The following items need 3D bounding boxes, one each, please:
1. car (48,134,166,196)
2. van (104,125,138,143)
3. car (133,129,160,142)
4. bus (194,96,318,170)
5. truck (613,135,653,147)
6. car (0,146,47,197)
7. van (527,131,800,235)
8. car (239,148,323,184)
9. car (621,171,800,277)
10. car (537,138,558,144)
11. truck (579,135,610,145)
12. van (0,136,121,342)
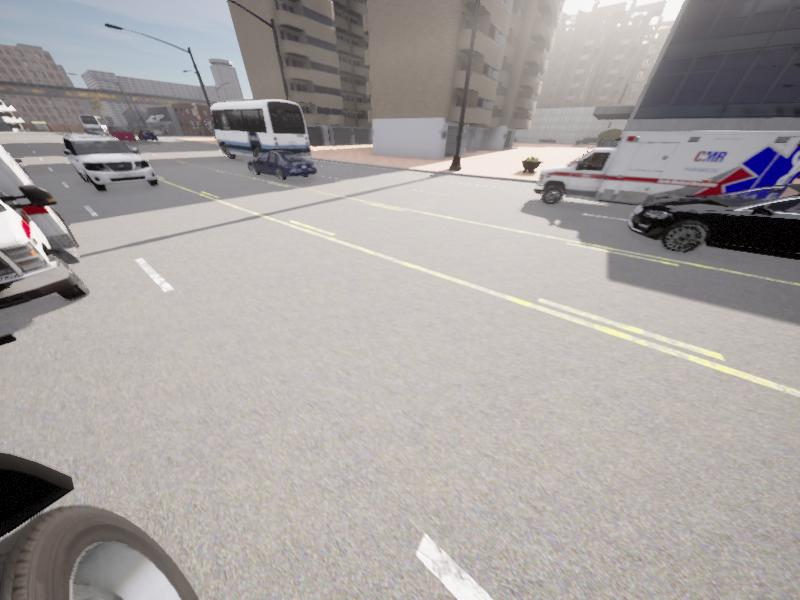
[{"bbox_3d":[-14.426,-6.835,11.383,5.566,2.045,2.150,24,41,28],"label":"car"},{"bbox_3d":[-39.871,-23.731,33.041,4.442,1.987,1.775,25,42,28],"label":"van"},{"bbox_3d":[-40.827,-26.547,37.237,3.633,1.501,1.845,24,42,28],"label":"car"},{"bbox_3d":[-12.445,-14.421,20.018,10.273,4.253,3.944,25,42,28],"label":"bus"},{"bbox_3d":[53.984,-36.959,53.763,6.274,2.098,2.390,25,42,29],"label":"truck"},{"bbox_3d":[-18.182,-5.754,10.202,4.902,1.511,2.128,24,42,28],"label":"car"},{"bbox_3d":[8.601,-4.486,8.232,6.366,2.431,2.351,23,41,29],"label":"van"},{"bbox_3d":[-7.568,-8.584,14.598,5.357,1.411,2.033,24,42,28],"label":"car"},{"bbox_3d":[8.397,-1.692,5.064,4.902,1.511,2.128,23,41,29],"label":"car"},{"bbox_3d":[43.245,-46.846,67.901,4.718,1.301,1.895,25,42,29],"label":"car"},{"bbox_3d":[54.187,-44.634,64.451,6.274,2.098,2.390,25,42,29],"label":"truck"},{"bbox_3d":[-7.864,-1.540,3.871,6.366,2.431,2.351,24,41,29],"label":"van"}]
